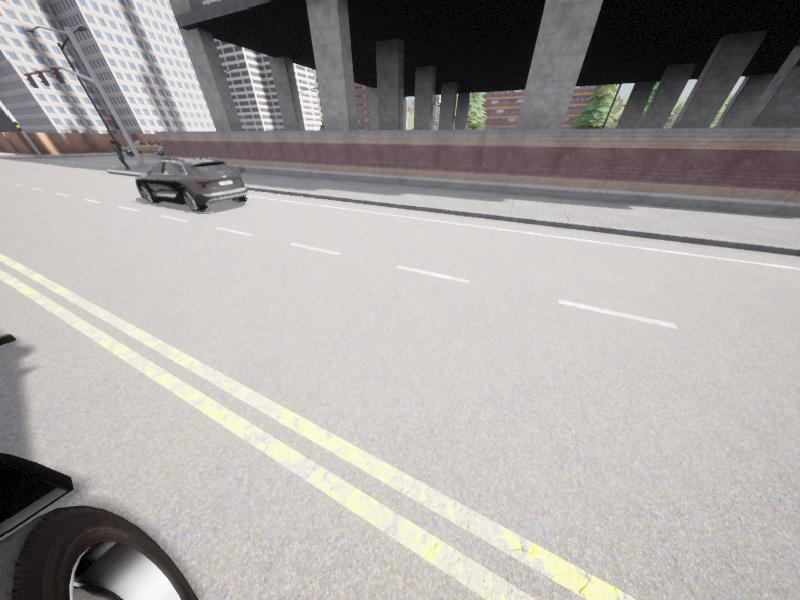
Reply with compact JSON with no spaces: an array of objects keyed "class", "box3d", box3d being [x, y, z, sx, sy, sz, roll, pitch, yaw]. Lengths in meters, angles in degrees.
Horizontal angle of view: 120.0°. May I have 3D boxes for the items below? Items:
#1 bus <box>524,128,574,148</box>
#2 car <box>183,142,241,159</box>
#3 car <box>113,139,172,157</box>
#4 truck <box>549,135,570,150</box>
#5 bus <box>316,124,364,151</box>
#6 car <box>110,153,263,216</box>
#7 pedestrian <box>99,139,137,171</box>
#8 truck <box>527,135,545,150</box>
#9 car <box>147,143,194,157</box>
[{"class":"bus","box3d":[39.908,-43.895,62.582,10.273,4.253,3.944,15,38,20]},{"class":"car","box3d":[-23.794,-19.162,29.527,1.801,1.575,5.366,15,38,20]},{"class":"car","box3d":[-34.401,-20.509,31.116,1.932,1.855,4.605,17,38,22]},{"class":"truck","box3d":[33.292,-33.053,48.470,2.615,2.467,5.204,15,38,20]},{"class":"bus","box3d":[-12.250,-34.559,49.074,3.944,4.253,10.273,15,38,20]},{"class":"car","box3d":[-8.267,-4.685,9.077,4.856,1.649,2.033,15,38,20]},{"class":"pedestrian","box3d":[-20.313,-10.483,16.710,0.751,1.860,0.751,-10,36,-14]},{"class":"truck","box3d":[29.380,-34.109,49.942,2.615,2.467,5.204,15,38,20]},{"class":"car","box3d":[-30.687,-20.185,31.026,1.970,1.475,3.806,15,38,20]}]
